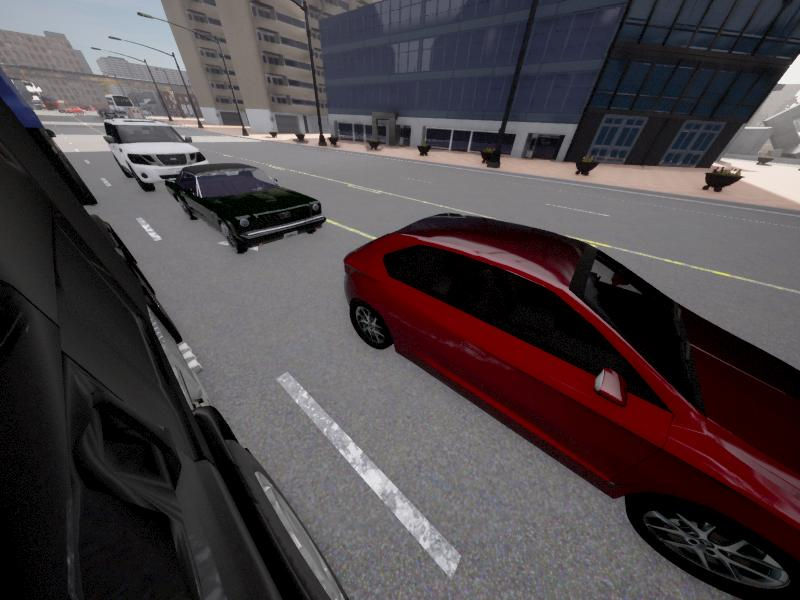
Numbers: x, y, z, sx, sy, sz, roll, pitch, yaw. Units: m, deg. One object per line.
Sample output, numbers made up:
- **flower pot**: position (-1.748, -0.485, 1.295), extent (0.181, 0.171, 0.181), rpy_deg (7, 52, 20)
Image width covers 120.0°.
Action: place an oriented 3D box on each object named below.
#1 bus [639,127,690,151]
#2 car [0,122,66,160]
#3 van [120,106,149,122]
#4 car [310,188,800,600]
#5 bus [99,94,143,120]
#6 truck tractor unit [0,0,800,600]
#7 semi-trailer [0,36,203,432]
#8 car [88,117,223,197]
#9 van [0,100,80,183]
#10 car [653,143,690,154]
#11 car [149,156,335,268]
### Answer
- **bus**: position (65.133, -39.584, 56.901), extent (10.273, 4.253, 3.944), rpy_deg (-15, 41, -23)
- **car**: position (-22.276, -9.523, 13.725), extent (4.902, 1.511, 2.128), rpy_deg (28, 44, 30)
- **van**: position (-57.663, -40.372, 50.135), extent (6.366, 2.431, 2.351), rpy_deg (29, 44, 28)
- **car**: position (1.278, 0.188, 2.244), extent (4.193, 1.474, 1.816), rpy_deg (28, 44, 30)
- **bus**: position (-66.092, -45.761, 54.697), extent (10.273, 4.253, 3.944), rpy_deg (29, 44, 29)
- **truck tractor unit**: position (-2.645, -0.295, 0.351), extent (6.516, 4.208, 3.053), rpy_deg (28, 44, 30)
- **semi-trailer**: position (-8.754, -3.566, 4.172), extent (14.254, 4.402, 2.717), rpy_deg (27, 43, 29)
- **car**: position (-9.755, -5.873, 9.176), extent (5.566, 2.045, 2.150), rpy_deg (28, 44, 30)
- **van**: position (-16.569, -6.883, 9.791), extent (6.366, 2.431, 2.351), rpy_deg (28, 43, 30)
- **car**: position (53.920, -30.188, 46.036), extent (2.033, 1.411, 5.357), rpy_deg (8, 38, 6)
- **car**: position (-3.915, -2.477, 5.627), extent (4.718, 1.301, 1.895), rpy_deg (28, 44, 30)
